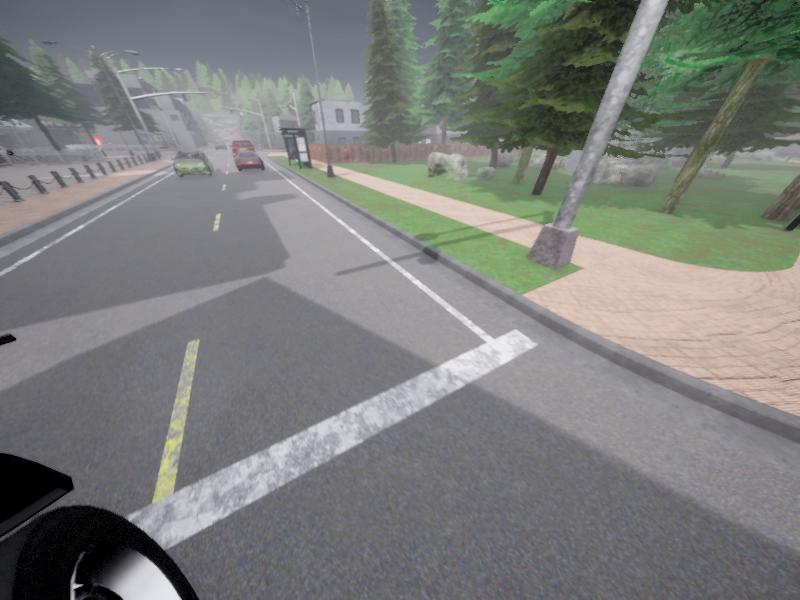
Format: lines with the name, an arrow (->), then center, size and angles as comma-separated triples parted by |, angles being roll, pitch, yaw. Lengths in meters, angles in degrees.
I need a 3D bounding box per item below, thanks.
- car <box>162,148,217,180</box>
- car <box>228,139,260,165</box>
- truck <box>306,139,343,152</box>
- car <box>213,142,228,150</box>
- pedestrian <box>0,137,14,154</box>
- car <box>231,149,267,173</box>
car -> -14.630, -9.746, 16.372 | 2.007, 1.525, 4.514 | -18, 39, -25
car -> -16.875, -16.114, 25.009 | 2.150, 2.045, 5.566 | -18, 39, -25
truck -> -15.131, -31.214, 46.596 | 6.274, 2.098, 2.390 | -25, 42, -31
car -> -38.093, -32.728, 49.082 | 1.994, 1.385, 4.181 | -18, 39, -25
pedestrian -> -52.263, -20.213, 30.217 | 0.751, 1.860, 0.751 | -20, 40, -27
car -> -12.831, -11.861, 19.568 | 1.994, 1.385, 4.181 | -18, 39, -25
